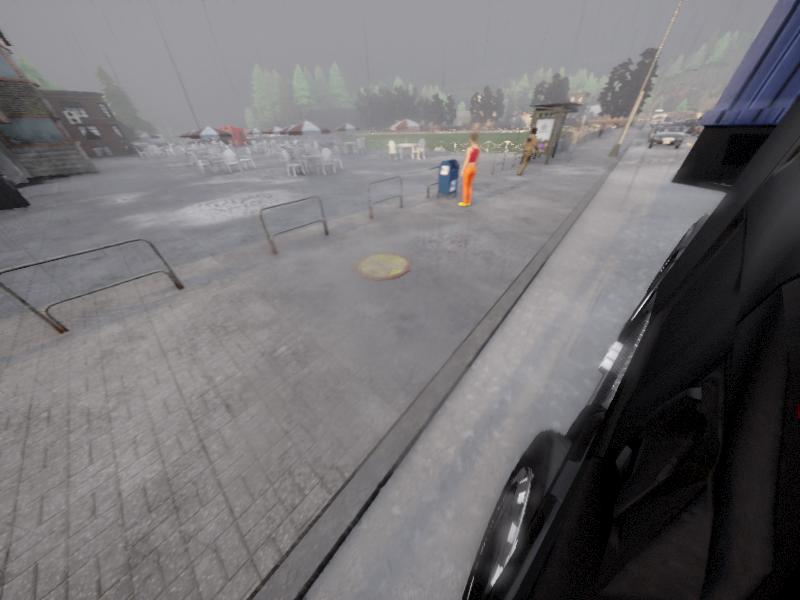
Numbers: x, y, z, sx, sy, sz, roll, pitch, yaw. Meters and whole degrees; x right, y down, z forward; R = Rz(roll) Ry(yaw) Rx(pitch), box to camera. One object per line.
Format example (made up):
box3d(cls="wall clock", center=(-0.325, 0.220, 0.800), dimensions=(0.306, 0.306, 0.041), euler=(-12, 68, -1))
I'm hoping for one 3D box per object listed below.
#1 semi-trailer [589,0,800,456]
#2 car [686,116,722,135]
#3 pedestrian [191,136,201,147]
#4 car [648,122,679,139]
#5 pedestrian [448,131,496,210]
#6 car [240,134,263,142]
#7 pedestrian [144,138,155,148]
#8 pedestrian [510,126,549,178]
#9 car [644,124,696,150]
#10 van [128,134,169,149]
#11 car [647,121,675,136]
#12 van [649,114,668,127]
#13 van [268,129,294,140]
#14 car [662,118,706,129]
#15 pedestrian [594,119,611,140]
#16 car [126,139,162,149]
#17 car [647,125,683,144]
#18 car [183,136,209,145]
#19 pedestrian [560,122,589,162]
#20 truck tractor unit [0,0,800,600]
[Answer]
box3d(cls="semi-trailer", center=(10.088, -1.583, 1.485), dimensions=(14.254, 4.402, 2.717), euler=(-4, 37, -2))
box3d(cls="car", center=(39.879, -23.010, 30.404), dimensions=(1.905, 1.878, 3.866), euler=(26, 45, 32))
box3d(cls="pedestrian", center=(-43.107, -33.529, 48.776), dimensions=(0.751, 1.860, 0.751), euler=(-12, 38, -13))
box3d(cls="car", center=(31.002, -20.064, 27.311), dimensions=(1.837, 1.490, 4.892), euler=(26, 45, 32))
box3d(cls="pedestrian", center=(2.000, -3.708, 6.675), dimensions=(0.751, 1.860, 0.751), euler=(-15, 39, -16))
box3d(cls="car", center=(-42.489, -46.420, 66.251), dimensions=(2.038, 1.542, 4.974), euler=(26, 45, 32))
box3d(cls="pedestrian", center=(-53.896, -33.831, 49.728), dimensions=(0.751, 1.860, 0.751), euler=(28, 46, 34))
box3d(cls="pedestrian", center=(5.694, -6.588, 10.295), dimensions=(0.751, 1.860, 0.751), euler=(-12, 38, -13))
box3d(cls="car", center=(22.185, -13.535, 19.115), dimensions=(2.128, 1.511, 4.902), euler=(27, 46, 33))
box3d(cls="van", center=(-59.729, -37.924, 55.095), dimensions=(1.988, 2.561, 5.915), euler=(26, 45, 32))
box3d(cls="car", center=(36.771, -24.258, 32.644), dimensions=(2.033, 1.411, 5.357), euler=(26, 45, 32))
box3d(cls="van", center=(65.786, -45.884, 58.900), dimensions=(2.351, 2.431, 6.366), euler=(26, 45, 32))
box3d(cls="van", center=(-36.744, -50.971, 71.272), dimensions=(2.351, 2.431, 6.366), euler=(26, 45, 32))
box3d(cls="car", center=(53.501, -33.267, 43.602), dimensions=(4.892, 1.490, 1.837), euler=(3, 36, 6))
box3d(cls="pedestrian", center=(22.926, -19.284, 26.201), dimensions=(0.751, 1.860, 0.751), euler=(26, 45, 32))
box3d(cls="car", center=(-57.790, -35.223, 52.228), dimensions=(2.038, 1.542, 4.974), euler=(26, 45, 32))
box3d(cls="car", center=(26.625, -16.781, 23.359), dimensions=(1.895, 1.301, 4.718), euler=(26, 45, 32))
box3d(cls="car", center=(-53.675, -42.023, 60.865), dimensions=(2.097, 1.767, 4.553), euler=(26, 45, 32))
box3d(cls="pedestrian", center=(10.340, -9.356, 13.714), dimensions=(0.751, 1.860, 0.751), euler=(20, 42, 27))
box3d(cls="truck tractor unit", center=(2.645, -0.295, 0.352), dimensions=(6.516, 4.208, 3.053), euler=(-28, 44, -30))
